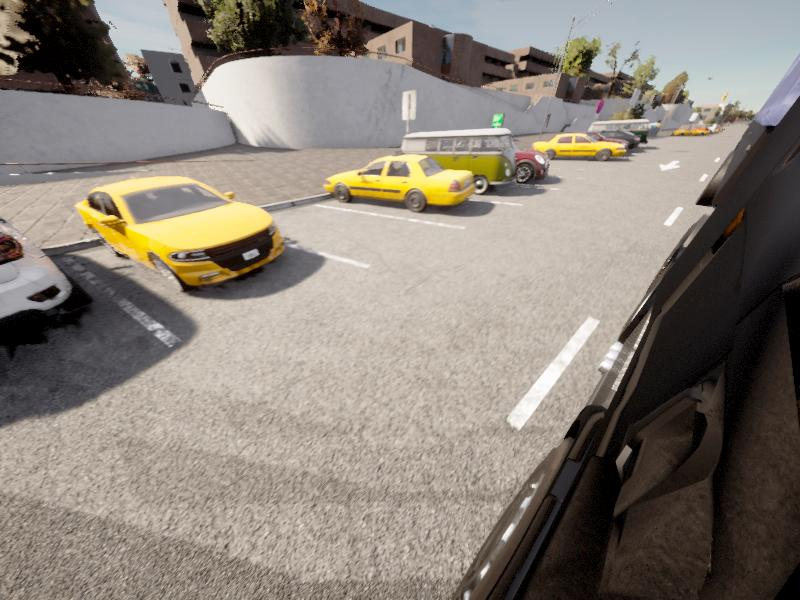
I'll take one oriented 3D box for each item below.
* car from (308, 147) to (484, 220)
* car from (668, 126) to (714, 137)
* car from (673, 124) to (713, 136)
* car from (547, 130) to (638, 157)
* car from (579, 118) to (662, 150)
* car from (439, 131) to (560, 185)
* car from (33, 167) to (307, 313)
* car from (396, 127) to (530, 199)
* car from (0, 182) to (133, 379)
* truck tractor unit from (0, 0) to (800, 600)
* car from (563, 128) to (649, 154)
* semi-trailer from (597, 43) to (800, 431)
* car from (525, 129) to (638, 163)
[{"bbox_3d":[-0.280,-4.119,7.814,5.366,1.575,1.946,17,41,25],"label":"car"},{"bbox_3d":[58.342,-33.839,46.446,5.366,1.575,1.946,18,39,25],"label":"car"},{"bbox_3d":[60.563,-35.191,47.876,4.442,1.987,1.878,18,39,25],"label":"car"},{"bbox_3d":[13.566,-11.283,16.693,4.674,1.452,2.002,17,41,25],"label":"car"},{"bbox_3d":[18.220,-13.879,19.461,4.442,1.987,1.878,17,41,25],"label":"car"},{"bbox_3d":[4.413,-6.594,10.657,4.553,1.767,2.185,17,41,25],"label":"car"},{"bbox_3d":[-4.679,-1.654,4.771,5.008,1.535,2.097,17,41,25],"label":"car"},{"bbox_3d":[2.258,-5.429,9.048,4.442,1.987,1.878,17,41,25],"label":"car"},{"bbox_3d":[-6.991,-0.647,3.144,5.566,2.045,2.435,17,41,25],"label":"car"},{"bbox_3d":[2.645,-0.295,0.352,6.516,4.208,3.053,-28,44,-30],"label":"truck tractor unit"},{"bbox_3d":[15.847,-12.485,18.174,4.674,1.452,2.002,17,41,25],"label":"car"},{"bbox_3d":[8.706,-3.584,4.244,14.254,4.402,2.717,-28,44,-30],"label":"semi-trailer"},{"bbox_3d":[11.447,-10.060,15.101,5.366,1.575,1.946,17,41,25],"label":"car"}]
